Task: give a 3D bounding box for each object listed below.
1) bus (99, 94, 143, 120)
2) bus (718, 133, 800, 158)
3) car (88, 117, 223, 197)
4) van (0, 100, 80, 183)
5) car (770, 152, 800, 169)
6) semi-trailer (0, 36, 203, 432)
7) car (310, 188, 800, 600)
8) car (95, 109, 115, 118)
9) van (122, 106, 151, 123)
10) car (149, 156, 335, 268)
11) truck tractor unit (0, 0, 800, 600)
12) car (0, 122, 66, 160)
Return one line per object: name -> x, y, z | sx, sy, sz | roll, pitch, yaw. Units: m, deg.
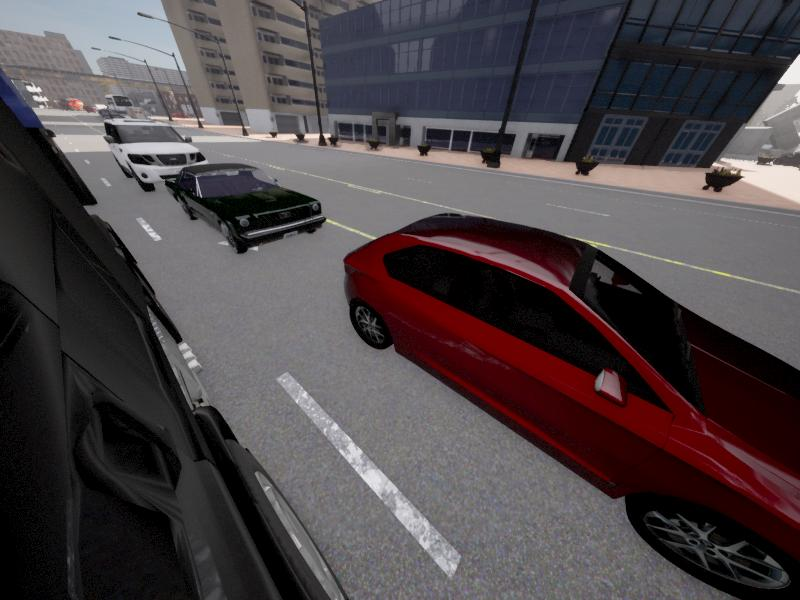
bus -> -66.086, -45.759, 54.704 | 10.273, 4.253, 3.944 | 29, 44, 29
bus -> 86.124, -37.174, 55.418 | 10.273, 4.253, 3.944 | 27, 43, 28
car -> -9.754, -5.872, 9.176 | 5.566, 2.045, 2.150 | 28, 44, 30
van -> -16.569, -6.881, 9.792 | 6.366, 2.431, 2.351 | 28, 44, 30
car -> 49.973, -17.368, 28.808 | 1.845, 1.501, 3.633 | 7, 37, 4
semi-trailer -> -8.755, -3.565, 4.172 | 14.254, 4.402, 2.717 | 27, 43, 29
car -> 1.278, 0.188, 2.243 | 4.193, 1.474, 1.816 | 28, 44, 30
car -> -68.168, -43.054, 53.350 | 5.357, 1.411, 2.033 | 29, 44, 29
van -> -56.181, -39.533, 49.234 | 6.366, 2.431, 2.351 | 29, 44, 28
car -> -3.915, -2.477, 5.626 | 4.718, 1.301, 1.895 | 28, 44, 30
truck tractor unit -> -2.645, -0.295, 0.351 | 6.516, 4.208, 3.053 | 28, 44, 30
car -> -22.275, -9.522, 13.726 | 4.902, 1.511, 2.128 | 28, 44, 30
